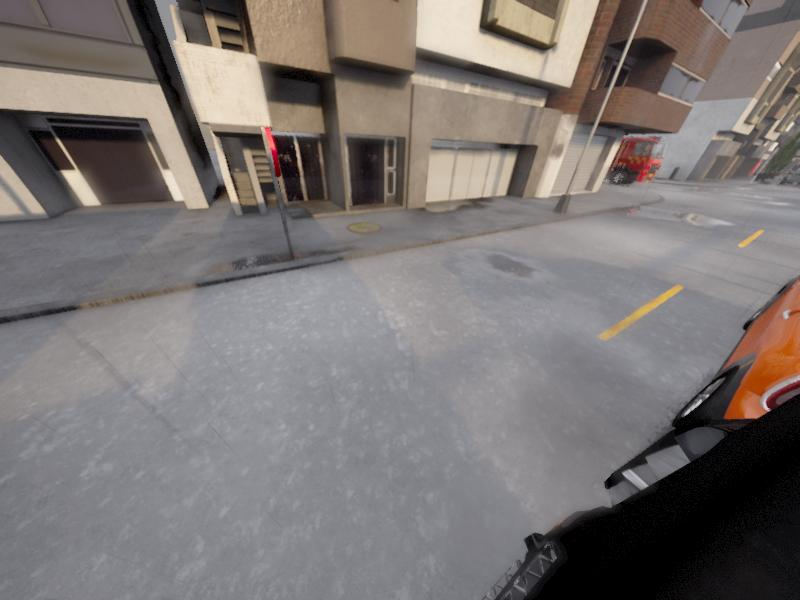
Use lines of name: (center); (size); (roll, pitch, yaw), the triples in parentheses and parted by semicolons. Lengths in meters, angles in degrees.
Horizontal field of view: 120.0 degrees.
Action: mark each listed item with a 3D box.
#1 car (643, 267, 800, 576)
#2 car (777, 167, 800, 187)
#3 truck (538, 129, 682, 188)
car: (4.630, 0.547, 1.748); (4.553, 1.767, 2.097); (-16, 38, -26)
car: (45.552, -13.919, 26.103); (4.553, 1.767, 2.097); (-16, 38, -26)
truck: (18.146, -13.022, 21.110); (2.891, 3.827, 8.468); (-18, 39, -28)
